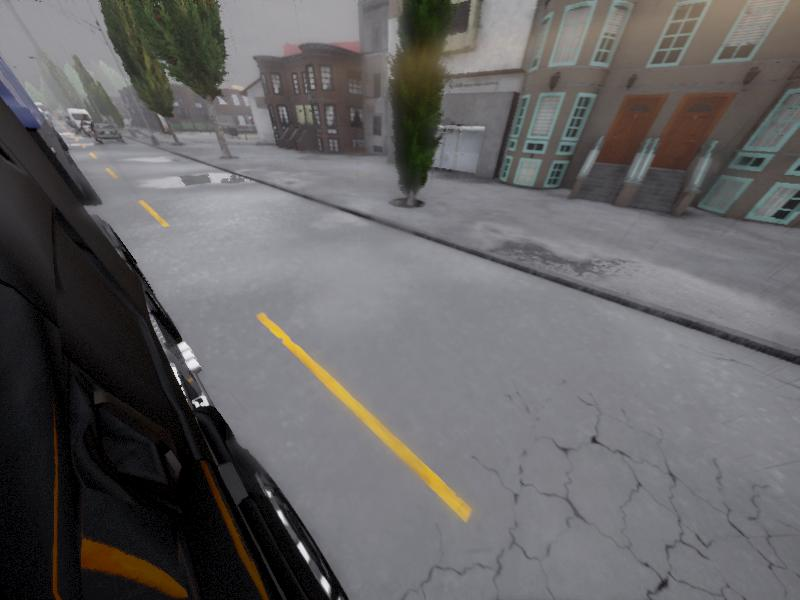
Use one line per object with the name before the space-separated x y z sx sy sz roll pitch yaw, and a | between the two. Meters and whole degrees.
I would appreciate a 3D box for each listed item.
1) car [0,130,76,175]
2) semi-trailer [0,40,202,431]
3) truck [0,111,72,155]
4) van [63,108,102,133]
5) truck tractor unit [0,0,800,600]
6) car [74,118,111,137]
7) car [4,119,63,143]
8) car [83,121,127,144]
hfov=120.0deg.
car | -17.420 -7.035 10.843 4.181 1.385 1.994 29 44 30
semi-trailer | -8.710 -3.590 4.226 14.254 4.402 2.717 28 43 30
truck | -24.640 -11.194 15.353 6.274 2.098 2.390 28 43 30
van | -45.000 -25.375 32.711 5.915 2.561 1.988 28 44 30
truck tractor unit | -2.645 -0.295 0.351 6.516 4.208 3.053 28 44 30
car | -36.544 -20.476 27.461 3.988 1.617 1.851 28 44 30
car | -31.810 -14.788 20.205 4.902 1.511 2.128 28 44 30
car | -27.726 -15.735 21.713 3.705 1.549 1.789 28 44 30
